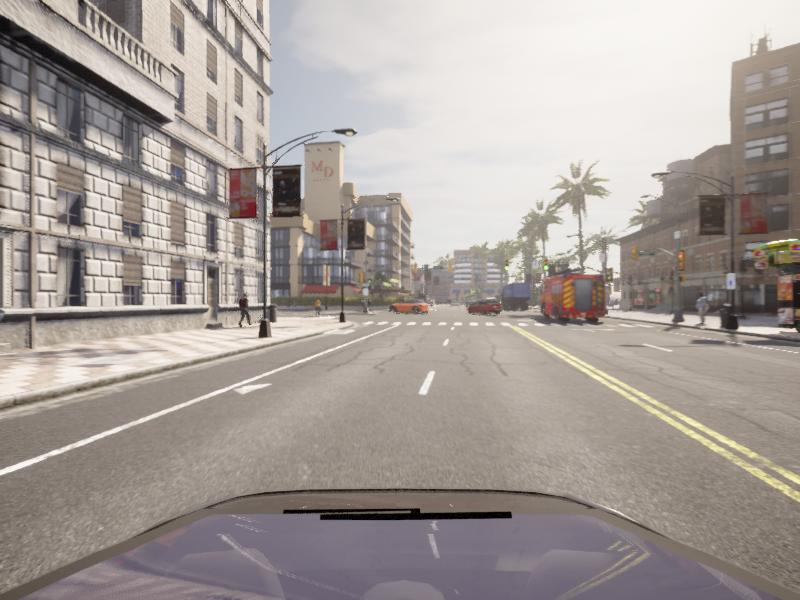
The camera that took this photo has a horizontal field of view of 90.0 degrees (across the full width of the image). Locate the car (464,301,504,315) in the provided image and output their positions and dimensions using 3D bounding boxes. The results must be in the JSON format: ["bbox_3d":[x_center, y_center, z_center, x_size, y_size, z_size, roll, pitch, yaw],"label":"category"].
[{"bbox_3d":[9.069,0.827,43.569,2.007,1.525,4.514,0,0,-22],"label":"car"}]

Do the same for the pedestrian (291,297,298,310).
[{"bbox_3d":[-16.154,0.518,61.193,0.751,1.860,0.751,0,0,8],"label":"pedestrian"}]

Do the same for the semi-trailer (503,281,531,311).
[{"bbox_3d":[19.162,-0.628,66.194,2.717,4.402,14.254,0,0,9],"label":"semi-trailer"}]

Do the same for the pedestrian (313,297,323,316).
[{"bbox_3d":[-8.064,0.656,39.289,0.751,1.860,0.751,0,0,15],"label":"pedestrian"}]

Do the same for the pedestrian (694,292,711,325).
[{"bbox_3d":[17.359,0.469,22.962,0.751,1.860,0.751,0,0,42],"label":"pedestrian"}]

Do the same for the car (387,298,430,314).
[{"bbox_3d":[0.981,0.703,46.739,4.553,1.767,2.097,0,0,33],"label":"car"}]

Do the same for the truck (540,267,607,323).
[{"bbox_3d":[13.431,-0.330,31.814,2.891,3.827,8.468,0,0,10],"label":"truck"}]

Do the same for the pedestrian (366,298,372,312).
[{"bbox_3d":[-4.197,0.654,54.049,0.751,1.860,0.751,0,0,-7],"label":"pedestrian"}]

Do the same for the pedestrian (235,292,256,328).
[{"bbox_3d":[-8.090,0.500,20.932,0.751,1.860,0.751,0,0,12],"label":"pedestrian"}]
